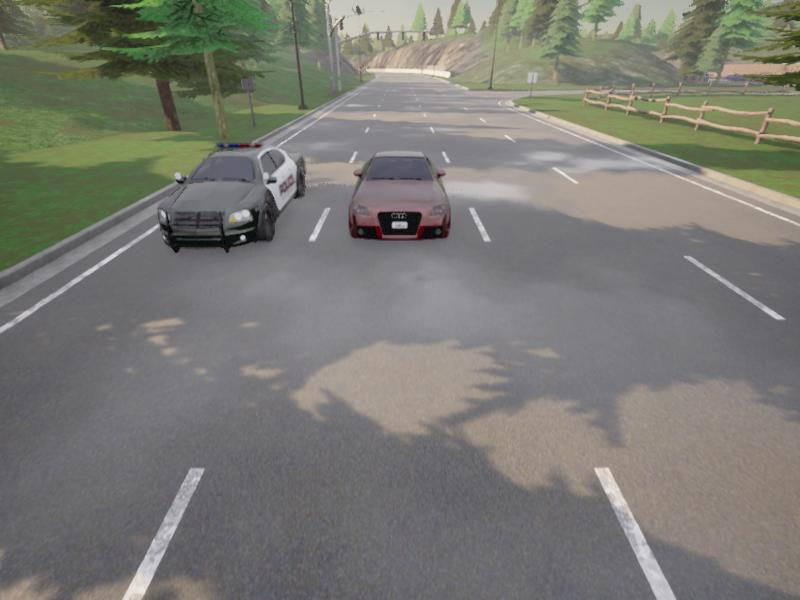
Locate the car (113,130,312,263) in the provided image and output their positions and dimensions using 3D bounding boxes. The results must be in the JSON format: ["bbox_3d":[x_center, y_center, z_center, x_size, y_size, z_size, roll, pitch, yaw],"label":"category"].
[{"bbox_3d":[-3.508,-2.576,8.837,2.038,1.542,4.974,0,31,0],"label":"car"}]

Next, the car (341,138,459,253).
[{"bbox_3d":[-0.007,-2.533,8.923,1.994,1.385,4.181,0,31,0],"label":"car"}]
